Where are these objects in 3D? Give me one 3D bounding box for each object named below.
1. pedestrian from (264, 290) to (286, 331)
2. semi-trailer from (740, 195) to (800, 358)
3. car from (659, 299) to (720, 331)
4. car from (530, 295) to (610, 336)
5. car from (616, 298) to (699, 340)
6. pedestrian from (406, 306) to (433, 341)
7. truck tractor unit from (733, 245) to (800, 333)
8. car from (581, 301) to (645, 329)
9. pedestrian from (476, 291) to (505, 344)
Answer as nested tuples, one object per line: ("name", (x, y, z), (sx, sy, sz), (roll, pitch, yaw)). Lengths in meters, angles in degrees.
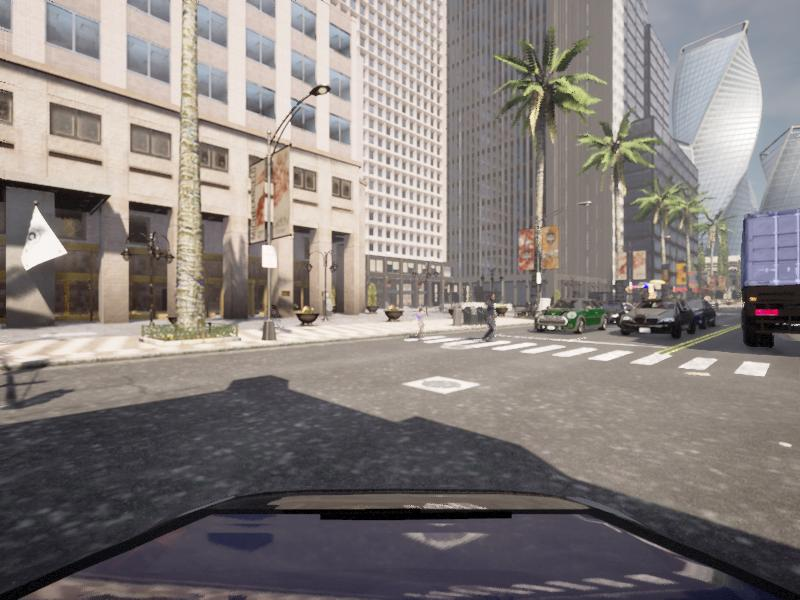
("pedestrian", (-5.874, 0.470, 18.726), (0.751, 1.860, 0.751), (0, 0, -40))
("semi-trailer", (15.530, -0.631, 16.143), (2.717, 4.402, 14.254), (0, 0, 40))
("car", (16.751, 0.766, 23.044), (4.856, 1.649, 2.033), (0, 0, -44))
("car", (8.564, 0.683, 19.968), (4.553, 1.767, 2.097), (0, 0, -44))
("car", (11.849, 0.746, 18.282), (4.611, 1.667, 2.242), (0, 0, -44))
("pedestrian", (0.780, 0.906, 15.826), (0.751, 1.300, 0.751), (0, 0, 44))
("truck tractor unit", (20.768, -0.535, 22.071), (6.516, 4.208, 3.053), (0, 0, -45))
("car", (13.059, 0.813, 24.338), (4.974, 1.542, 2.038), (0, 0, -44))
("pedestrian", (3.295, 0.628, 14.572), (0.751, 1.860, 0.751), (0, 0, -37))
